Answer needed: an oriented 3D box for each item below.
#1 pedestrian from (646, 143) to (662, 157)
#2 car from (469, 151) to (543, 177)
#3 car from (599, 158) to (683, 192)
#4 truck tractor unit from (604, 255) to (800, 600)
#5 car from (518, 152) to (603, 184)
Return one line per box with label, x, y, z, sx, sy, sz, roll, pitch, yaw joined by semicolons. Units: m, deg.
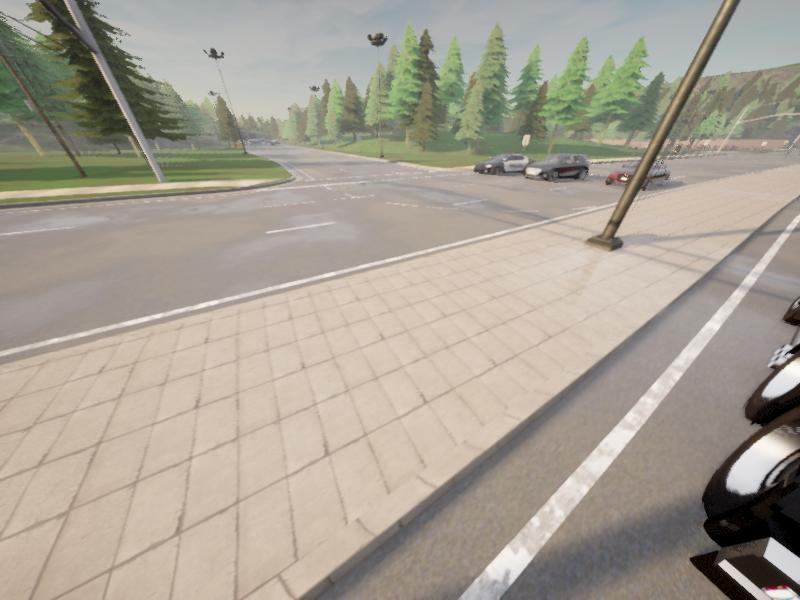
pedestrian;40.483;-23.869;36.838;0.751;1.860;0.751;-16;38;-22
car;8.417;-10.909;18.476;4.974;1.542;2.038;-11;36;-15
car;14.613;-7.686;14.036;4.181;1.385;1.994;-18;39;-25
truck tractor unit;5.096;-0.314;0.810;6.516;4.208;3.053;-19;39;-25
car;11.007;-9.210;15.973;4.856;1.649;2.033;-13;37;-19
